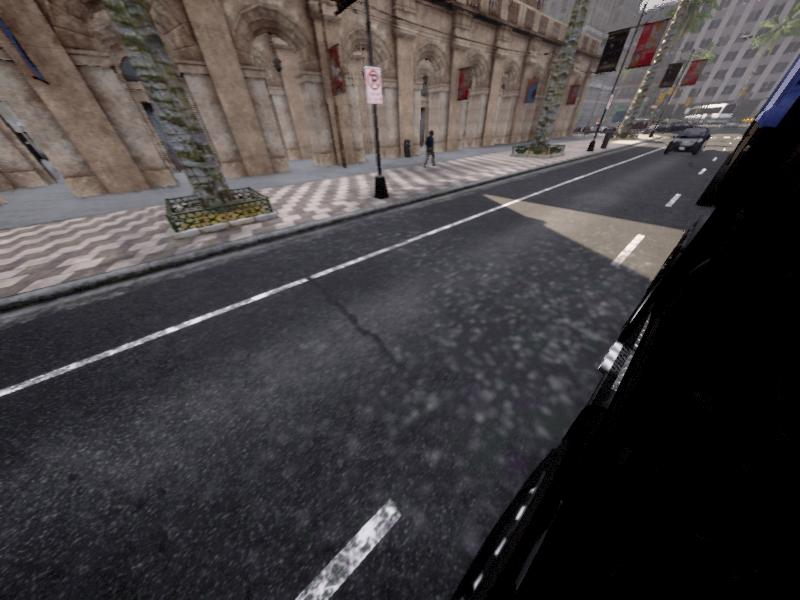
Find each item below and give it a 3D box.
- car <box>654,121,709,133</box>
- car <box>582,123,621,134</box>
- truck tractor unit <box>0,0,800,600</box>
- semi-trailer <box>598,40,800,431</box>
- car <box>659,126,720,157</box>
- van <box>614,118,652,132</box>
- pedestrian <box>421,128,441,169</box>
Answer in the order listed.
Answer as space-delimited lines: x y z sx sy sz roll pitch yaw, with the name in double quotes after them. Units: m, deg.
44.956 -27.727 37.070 5.357 1.411 2.033 22 43 29 "car"
37.554 -32.060 43.125 2.038 1.542 4.974 -28 44 -30 "car"
2.645 -0.295 0.351 6.516 4.208 3.053 -28 44 -30 "truck tractor unit"
8.707 -3.581 4.246 14.254 4.402 2.717 -28 44 -30 "semi-trailer"
20.031 -11.015 15.982 3.633 1.501 1.845 -28 44 -30 "car"
44.920 -33.766 44.590 2.069 2.038 4.480 -30 45 -31 "van"
1.753 -8.654 13.230 0.751 1.860 0.751 -28 44 -30 "pedestrian"
